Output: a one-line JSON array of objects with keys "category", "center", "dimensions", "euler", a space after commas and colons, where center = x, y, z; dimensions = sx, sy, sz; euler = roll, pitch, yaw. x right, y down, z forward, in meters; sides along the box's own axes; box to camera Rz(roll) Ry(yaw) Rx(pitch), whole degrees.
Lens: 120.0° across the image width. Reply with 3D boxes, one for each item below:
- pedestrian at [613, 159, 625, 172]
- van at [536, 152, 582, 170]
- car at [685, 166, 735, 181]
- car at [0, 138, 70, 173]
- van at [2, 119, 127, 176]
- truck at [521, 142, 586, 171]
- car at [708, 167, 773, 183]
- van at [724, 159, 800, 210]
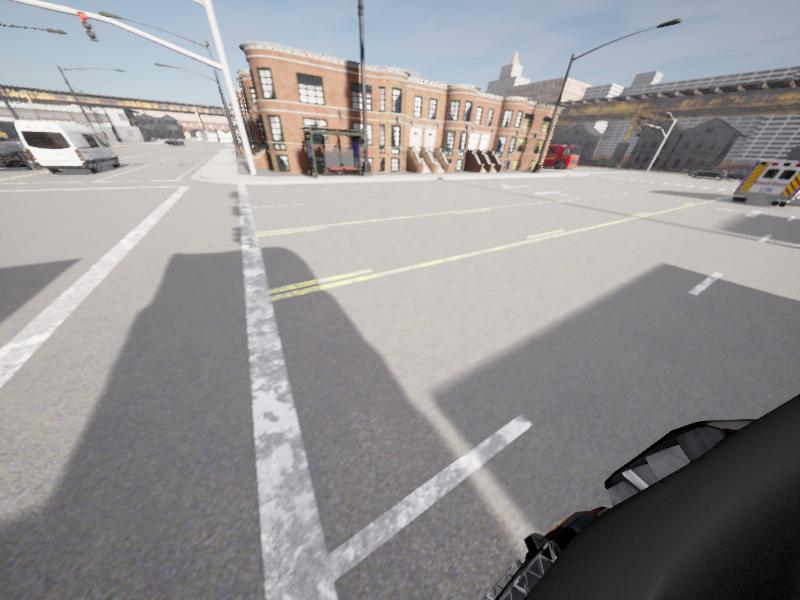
[{"category": "pedestrian", "center": [39.246, -24.117, 41.400], "dimensions": [0.751, 1.860, 0.751], "euler": [-21, 40, -31]}, {"category": "van", "center": [29.240, -25.849, 42.819], "dimensions": [2.351, 2.431, 6.366], "euler": [-16, 38, -25]}, {"category": "car", "center": [44.348, -18.190, 33.156], "dimensions": [1.789, 1.549, 3.705], "euler": [-16, 38, -26]}, {"category": "car", "center": [-24.585, -9.395, 14.856], "dimensions": [1.930, 1.638, 5.238], "euler": [-16, 38, -26]}, {"category": "van", "center": [-20.919, -9.854, 14.999], "dimensions": [1.988, 2.561, 5.915], "euler": [-16, 38, -26]}, {"category": "truck", "center": [26.466, -25.275, 40.491], "dimensions": [2.891, 3.827, 8.468], "euler": [-16, 38, -26]}, {"category": "car", "center": [48.511, -17.905, 33.084], "dimensions": [1.837, 1.490, 4.892], "euler": [-16, 38, -26]}, {"category": "van", "center": [24.797, -7.701, 15.150], "dimensions": [6.366, 2.431, 2.351], "euler": [-16, 38, -26]}]
